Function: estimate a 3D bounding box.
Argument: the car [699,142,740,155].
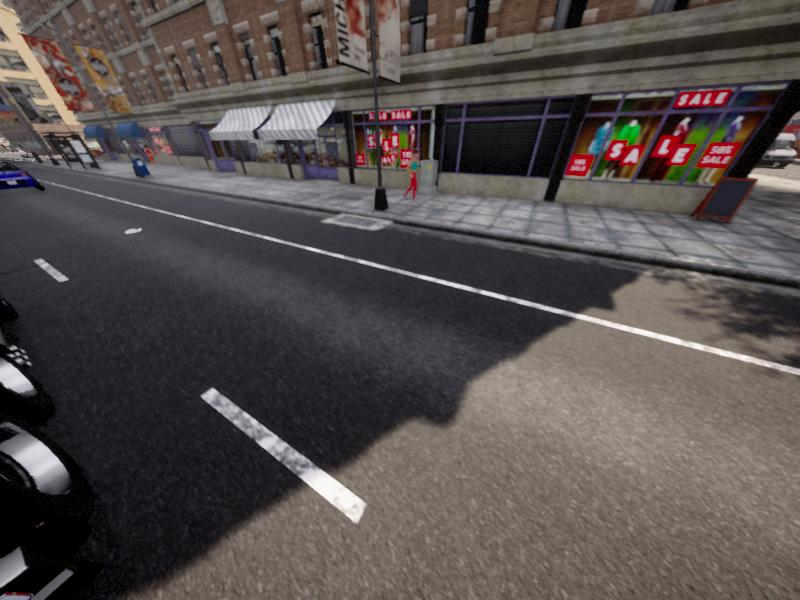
[{"bbox_3d":[52.440,-24.994,38.056,1.930,1.638,5.238,17,38,23],"label":"car"}]

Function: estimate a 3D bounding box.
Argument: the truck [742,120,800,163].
[{"bbox_3d":[45.067,-18.034,26.200,2.891,3.827,8.468,17,38,23],"label":"truck"}]

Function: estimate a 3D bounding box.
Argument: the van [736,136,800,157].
[{"bbox_3d":[53.815,-22.565,33.862,2.351,2.431,6.366,17,38,23],"label":"van"}]

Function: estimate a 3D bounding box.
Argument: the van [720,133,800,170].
[{"bbox_3d":[33.743,-13.889,21.462,1.988,2.561,5.915,17,38,23],"label":"van"}]

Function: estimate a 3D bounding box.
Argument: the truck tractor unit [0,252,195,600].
[{"bbox_3d":[-5.092,-0.320,0.807,6.516,4.208,3.053,19,39,25],"label":"truck tractor unit"}]

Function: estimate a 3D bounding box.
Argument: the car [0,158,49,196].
[{"bbox_3d":[-21.910,-6.805,12.669,4.193,1.474,1.816,17,38,23],"label":"car"}]

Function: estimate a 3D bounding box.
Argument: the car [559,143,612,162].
[{"bbox_3d":[22.372,-18.008,28.127,4.553,1.767,2.097,19,39,26],"label":"car"}]

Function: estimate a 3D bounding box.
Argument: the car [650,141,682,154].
[{"bbox_3d":[45.719,-26.334,39.906,2.097,1.767,4.553,17,38,23],"label":"car"}]

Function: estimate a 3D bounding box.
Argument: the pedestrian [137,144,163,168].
[{"bbox_3d":[-23.534,-13.563,21.747,0.751,1.860,0.751,15,38,20],"label":"pedestrian"}]

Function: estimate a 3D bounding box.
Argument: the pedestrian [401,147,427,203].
[{"bbox_3d":[0.537,-4.923,9.135,0.751,1.860,0.751,17,38,23],"label":"pedestrian"}]

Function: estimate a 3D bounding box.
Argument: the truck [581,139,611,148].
[{"bbox_3d":[59.384,-47.702,70.226,2.390,2.098,6.274,-27,43,-33],"label":"truck"}]
